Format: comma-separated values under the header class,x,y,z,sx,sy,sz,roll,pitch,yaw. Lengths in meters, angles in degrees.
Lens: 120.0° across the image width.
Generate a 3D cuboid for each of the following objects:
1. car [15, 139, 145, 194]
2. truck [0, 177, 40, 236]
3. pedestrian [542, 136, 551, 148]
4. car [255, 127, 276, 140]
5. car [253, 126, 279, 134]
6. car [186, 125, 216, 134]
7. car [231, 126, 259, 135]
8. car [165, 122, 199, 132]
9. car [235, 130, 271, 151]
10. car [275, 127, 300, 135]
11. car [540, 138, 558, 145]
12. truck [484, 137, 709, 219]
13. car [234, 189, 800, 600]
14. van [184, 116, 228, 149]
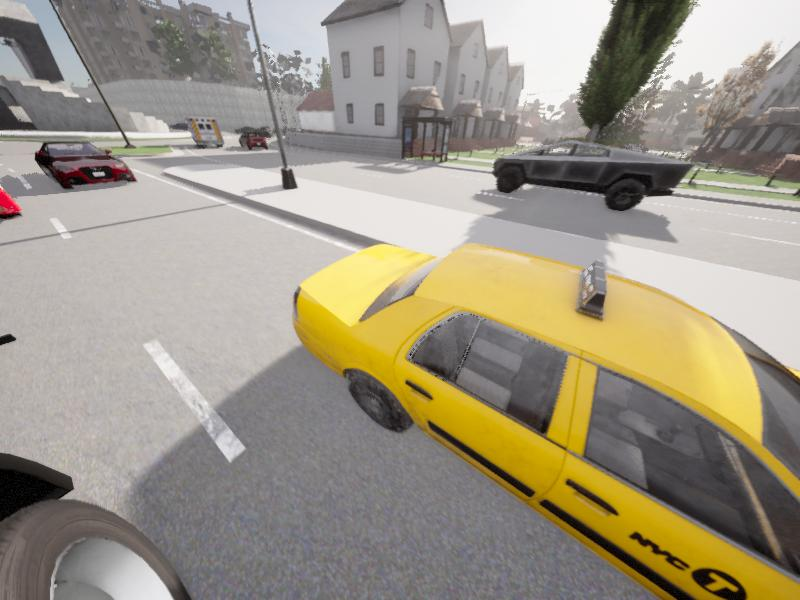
class,x,y,z,sx,sy,sz,roll,pitch,yaw
car,-12.601,-5.420,9.137,4.181,1.385,1.994,23,41,25
truck,-12.815,-4.022,5.172,8.468,3.827,2.891,23,41,25
pedestrian,30.181,-32.628,47.722,0.751,1.860,0.751,4,37,2
car,-22.600,-28.083,38.894,1.930,1.638,5.238,-8,38,-14
car,-33.218,-42.067,57.225,2.038,1.542,4.974,25,42,28
car,-41.516,-35.630,48.237,4.718,1.301,1.895,7,37,6
car,-34.638,-38.086,51.841,1.812,1.442,4.674,31,46,33
car,-47.586,-37.807,50.531,4.856,1.649,2.033,-2,37,-6
car,-15.135,-16.375,23.681,1.816,1.474,4.193,-26,45,-33
car,-28.223,-42.425,58.005,2.038,1.542,4.974,26,42,28
car,42.483,-45.287,66.006,4.856,1.649,2.033,-22,43,-29
truck,7.236,-5.386,9.666,6.274,2.098,2.390,24,41,26
car,1.398,0.581,1.700,5.366,1.575,1.801,24,41,26
van,-20.048,-17.242,23.757,2.351,2.431,6.366,-23,44,-30
